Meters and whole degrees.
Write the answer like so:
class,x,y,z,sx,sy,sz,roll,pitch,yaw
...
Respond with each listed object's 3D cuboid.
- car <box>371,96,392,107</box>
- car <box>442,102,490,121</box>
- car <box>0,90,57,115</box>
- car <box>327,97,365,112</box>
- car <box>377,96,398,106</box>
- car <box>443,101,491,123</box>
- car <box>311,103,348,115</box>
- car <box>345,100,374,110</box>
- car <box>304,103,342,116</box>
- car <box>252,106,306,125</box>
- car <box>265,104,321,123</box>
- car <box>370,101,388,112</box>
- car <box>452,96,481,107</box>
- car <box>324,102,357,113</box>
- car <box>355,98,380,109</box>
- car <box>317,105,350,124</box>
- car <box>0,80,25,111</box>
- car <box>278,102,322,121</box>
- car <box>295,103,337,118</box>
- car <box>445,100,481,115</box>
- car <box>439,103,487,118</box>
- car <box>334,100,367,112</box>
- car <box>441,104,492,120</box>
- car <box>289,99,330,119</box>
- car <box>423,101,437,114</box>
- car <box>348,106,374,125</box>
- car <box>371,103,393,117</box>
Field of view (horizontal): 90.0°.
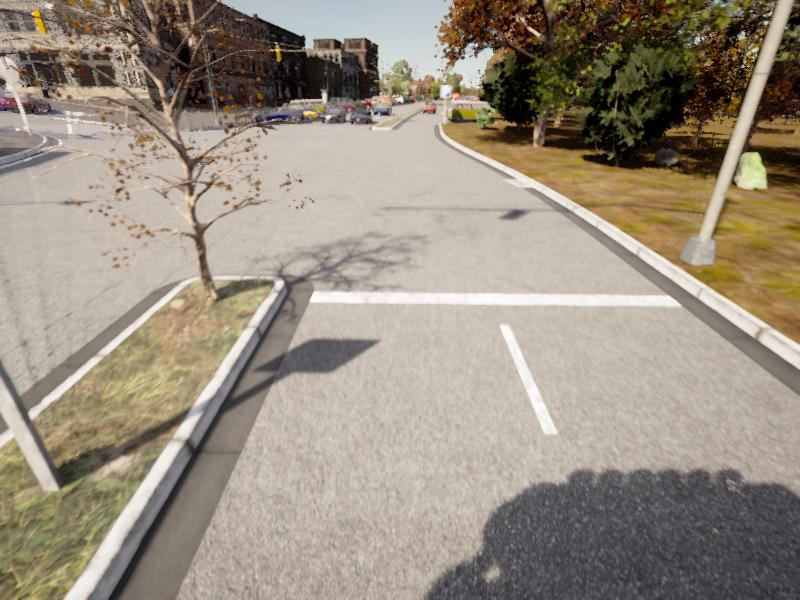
class,x,y,z,sx,sy,sz,roll,pitch,yaw
car,-3.991,-43.137,86.901,4.442,1.987,1.878,-5,27,-8
car,7.272,-20.842,44.297,4.553,1.767,2.185,-6,28,-13
car,-28.452,-15.056,30.470,2.002,1.452,4.674,-4,27,-20
car,-8.541,-30.811,63.088,5.566,2.045,2.435,-6,28,-11
car,-2.876,-45.865,92.156,4.442,1.987,1.878,-5,27,-8
car,6.909,-19.562,41.613,4.442,1.987,1.878,-6,29,-13
car,-9.747,-26.408,55.236,4.674,1.452,2.002,-7,28,-11
car,-7.216,-34.708,71.147,5.008,1.535,2.097,-6,28,-10
car,-10.099,-25.025,52.570,4.674,1.452,2.002,-7,28,-12
car,-11.802,-18.137,39.287,4.792,1.488,2.163,-8,28,-13
car,-11.177,-19.553,41.928,5.366,1.575,1.946,-8,28,-13
car,-3.395,-31.650,65.406,2.033,1.411,5.357,4,28,7
car,14.228,-42.583,85.866,5.566,2.045,2.435,-4,28,-9
car,-8.972,-29.166,60.551,4.674,1.452,2.002,-6,28,-11
car,-6.214,-37.565,76.382,4.553,1.767,2.185,-6,28,-9
car,-6.690,-18.836,40.616,2.128,1.511,4.902,3,27,4
car,-31.443,-15.592,30.237,2.435,2.045,5.566,-4,27,-20
car,-11.103,-21.020,44.493,4.553,1.767,2.185,-7,28,-13
car,-10.451,-23.679,49.891,4.892,1.521,2.231,-7,28,-12
car,8.964,-27.627,57.351,4.553,1.767,2.185,-5,28,-11
car,7.750,-23.433,49.542,5.366,1.575,1.946,-5,29,-12
car,-8.141,-31.960,65.850,5.008,1.535,2.097,-6,28,-10
car,7.787,-22.113,47.015,5.366,1.575,1.946,-6,28,-13
car,-10.657,-22.512,47.147,4.442,1.987,1.878,-7,28,-12
car,4.467,-28.650,59.482,1.851,1.617,3.988,4,28,7
car,-3.789,-18.191,39.437,1.816,1.474,4.193,2,27,4
car,-2.314,-24.819,52.189,2.163,1.488,4.792,3,28,6
